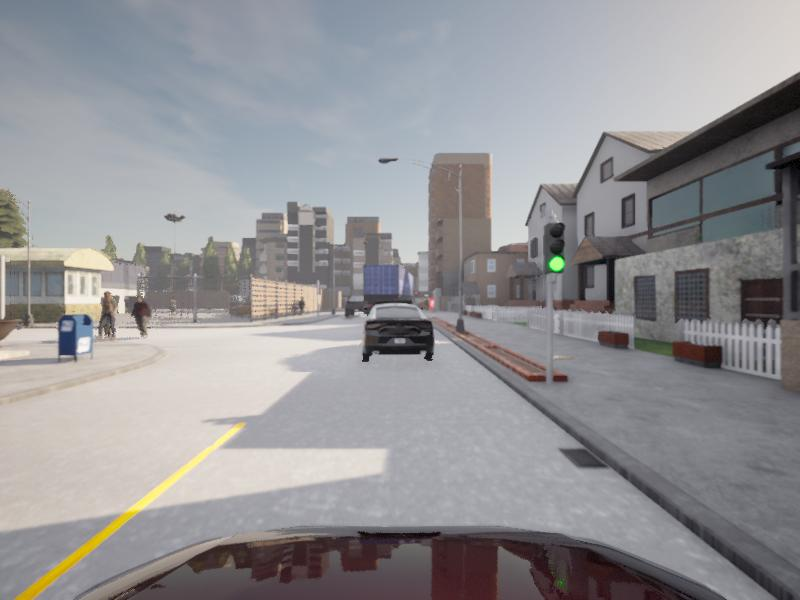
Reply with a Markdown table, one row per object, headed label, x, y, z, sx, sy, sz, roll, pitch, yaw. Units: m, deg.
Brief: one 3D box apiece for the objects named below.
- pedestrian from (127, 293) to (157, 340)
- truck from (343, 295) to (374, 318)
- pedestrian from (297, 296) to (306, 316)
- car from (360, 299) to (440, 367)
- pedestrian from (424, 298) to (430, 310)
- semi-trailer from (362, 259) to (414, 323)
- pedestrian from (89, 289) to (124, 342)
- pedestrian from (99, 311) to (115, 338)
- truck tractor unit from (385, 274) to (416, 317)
| label | x | y | z | sx | sy | sz | roll | pitch | yaw |
| --- | --- | --- | --- | --- | --- | --- | --- | --- | --- |
| pedestrian | -10.514 | 0.660 | 16.314 | 0.751 | 1.860 | 0.751 | 0 | 0 | 0 |
| truck | -4.004 | 0.598 | 39.978 | 2.390 | 2.098 | 6.274 | 0 | 0 | 0 |
| pedestrian | -9.319 | 0.587 | 37.889 | 0.751 | 1.860 | 0.751 | 0 | 0 | -5 |
| car | -0.198 | 0.788 | 12.251 | 1.930 | 1.638 | 5.238 | 0 | 0 | -4 |
| pedestrian | 4.330 | 0.613 | 64.242 | 0.751 | 1.860 | 0.751 | 0 | 0 | -7 |
| semi-trailer | -0.598 | -0.570 | 34.807 | 2.717 | 4.402 | 14.254 | 0 | 0 | 6 |
| pedestrian | -10.578 | 0.554 | 14.443 | 0.751 | 1.860 | 0.751 | 0 | 0 | -4 |
| pedestrian | -12.559 | 1.041 | 17.165 | 0.500 | 1.100 | 0.500 | 0 | 0 | -30 |
| truck tractor unit | -0.001 | -0.461 | 42.686 | 3.053 | 4.208 | 6.516 | 0 | 0 | 0 |
